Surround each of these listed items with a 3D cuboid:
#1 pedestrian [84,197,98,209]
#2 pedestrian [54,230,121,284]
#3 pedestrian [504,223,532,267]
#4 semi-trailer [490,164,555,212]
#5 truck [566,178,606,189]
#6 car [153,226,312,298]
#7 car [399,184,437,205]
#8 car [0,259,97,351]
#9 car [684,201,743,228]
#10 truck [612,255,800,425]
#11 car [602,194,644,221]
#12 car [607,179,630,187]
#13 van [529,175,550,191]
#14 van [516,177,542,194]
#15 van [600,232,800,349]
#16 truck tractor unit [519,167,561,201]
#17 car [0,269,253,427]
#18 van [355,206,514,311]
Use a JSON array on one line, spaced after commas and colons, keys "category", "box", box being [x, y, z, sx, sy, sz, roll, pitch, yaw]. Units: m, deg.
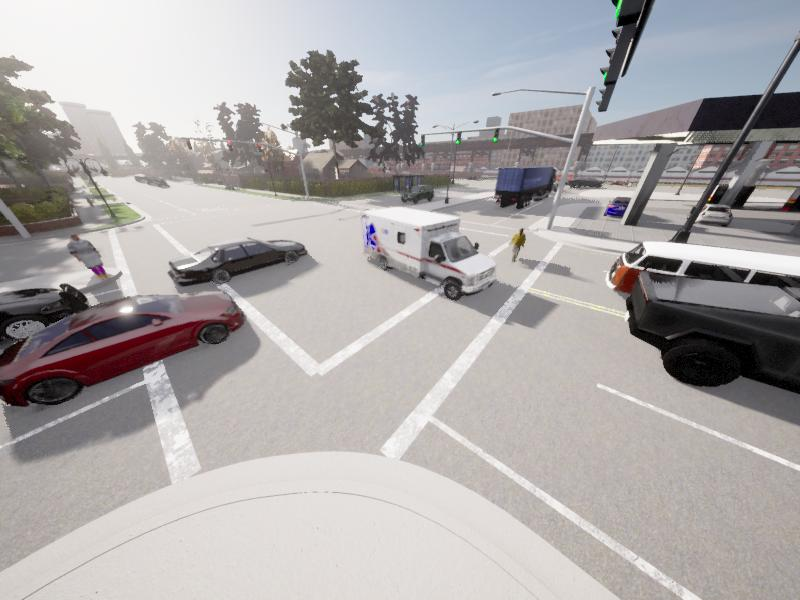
[{"category": "pedestrian", "box": [-34.189, -10.723, 25.538, 0.500, 1.100, 0.500, 23, 37, 34]}, {"category": "pedestrian", "box": [-12.234, -1.678, 9.098, 0.751, 1.860, 0.751, 16, 33, 25]}, {"category": "pedestrian", "box": [5.596, -2.636, 11.063, 0.751, 1.860, 0.751, 12, 32, 19]}, {"category": "semi-trailer", "box": [15.783, -14.419, 28.958, 2.717, 4.402, 14.254, 23, 37, 34]}, {"category": "truck", "box": [41.145, -25.903, 51.172, 6.274, 2.098, 2.390, 1, 29, 2]}, {"category": "car", "box": [-7.095, -2.042, 10.550, 2.033, 1.411, 5.357, 22, 37, 34]}, {"category": "car", "box": [2.479, -14.378, 31.262, 2.150, 2.045, 5.566, 23, 37, 34]}, {"category": "car", "box": [-11.856, 0.697, 5.557, 1.930, 1.638, 5.238, 22, 37, 33]}, {"category": "car", "box": [25.999, -7.245, 19.370, 1.970, 1.475, 3.806, 23, 37, 34]}, {"category": "truck", "box": [8.563, 1.091, 4.418, 6.274, 2.098, 2.390, 21, 36, 32]}, {"category": "car", "box": [21.088, -8.924, 21.955, 2.242, 1.667, 4.611, 23, 37, 34]}, {"category": "car", "box": [52.253, -27.935, 55.242, 3.705, 1.549, 1.789, 23, 37, 34]}, {"category": "van", "box": [29.220, -24.457, 48.227, 1.988, 2.561, 5.915, 22, 37, 34]}, {"category": "van", "box": [24.013, -21.267, 42.814, 2.351, 2.431, 6.366, 22, 37, 34]}, {"category": "van", "box": [9.670, -0.596, 7.398, 4.480, 2.038, 2.069, 21, 36, 32]}, {"category": "truck tractor unit", "box": [20.834, -17.367, 34.299, 3.053, 4.208, 6.516, 23, 37, 34]}, {"category": "car", "box": [-6.535, 0.685, 5.850, 4.181, 1.385, 1.994, -26, 39, -37]}, {"category": "van", "box": [0.924, -2.272, 9.914, 2.351, 2.431, 6.366, -24, 38, -35]}]
